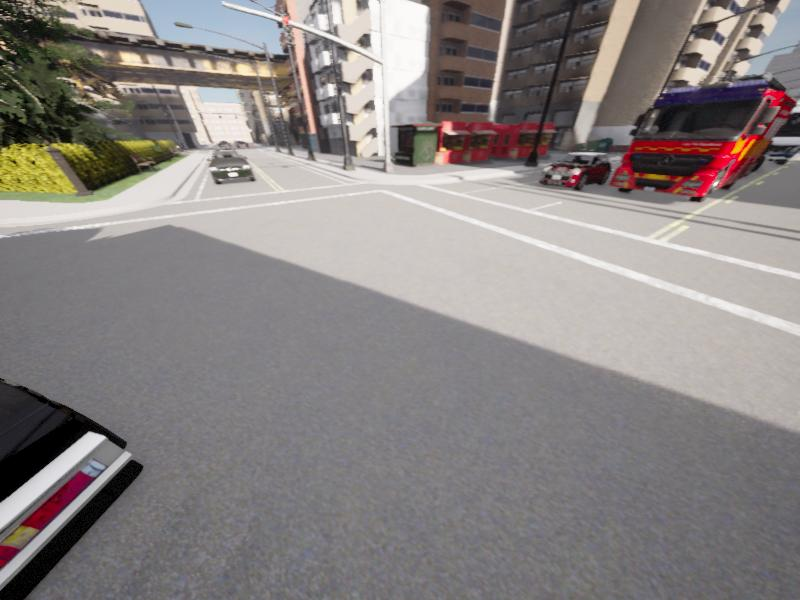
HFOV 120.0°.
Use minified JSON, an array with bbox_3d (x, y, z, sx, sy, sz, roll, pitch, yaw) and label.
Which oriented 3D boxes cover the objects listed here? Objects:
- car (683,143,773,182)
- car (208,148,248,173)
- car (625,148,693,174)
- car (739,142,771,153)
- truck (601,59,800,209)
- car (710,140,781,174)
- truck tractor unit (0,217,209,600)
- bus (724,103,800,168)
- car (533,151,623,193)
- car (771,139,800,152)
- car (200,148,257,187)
[{"bbox_3d":[20.188,-8.595,14.250,4.553,1.767,2.097,-20,40,-26],"label":"car"},{"bbox_3d":[-14.652,-11.993,19.705,2.163,1.488,4.792,-21,40,-25],"label":"car"},{"bbox_3d":[19.204,-10.390,17.170,4.181,1.385,1.994,-20,40,-25],"label":"car"},{"bbox_3d":[57.035,-24.537,37.097,4.181,1.385,1.994,-21,40,-26],"label":"car"},{"bbox_3d":[13.318,-6.873,10.094,8.468,3.827,2.891,-21,40,-26],"label":"truck"},{"bbox_3d":[25.270,-10.548,16.927,3.866,1.878,1.905,-21,40,-26],"label":"car"},{"bbox_3d":[-5.343,0.062,0.286,6.516,4.208,3.053,6,36,9],"label":"truck tractor unit"},{"bbox_3d":[35.795,-15.530,21.934,10.273,4.253,3.944,-25,43,-31],"label":"bus"},{"bbox_3d":[9.193,-6.758,11.996,3.806,1.475,1.970,-21,40,-26],"label":"car"},{"bbox_3d":[64.885,-25.882,38.594,4.611,1.667,2.242,-20,40,-26],"label":"car"},{"bbox_3d":[-10.957,-8.677,14.864,2.152,1.651,5.027,-20,40,-25],"label":"car"}]
